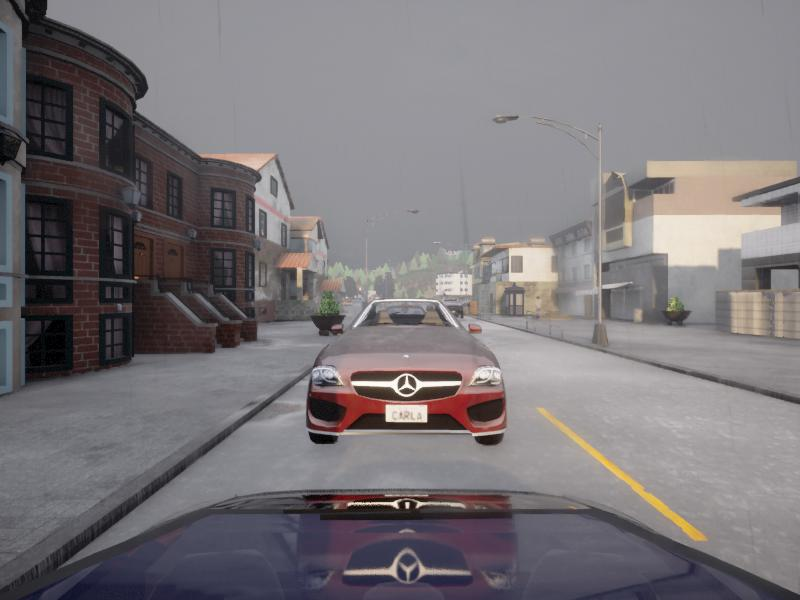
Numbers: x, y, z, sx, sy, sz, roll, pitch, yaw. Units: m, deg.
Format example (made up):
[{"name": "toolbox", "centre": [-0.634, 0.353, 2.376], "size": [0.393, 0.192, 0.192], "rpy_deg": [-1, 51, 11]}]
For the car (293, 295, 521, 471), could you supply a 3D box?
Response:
[{"name": "car", "centre": [0.089, 0.781, 6.286], "size": [2.152, 1.651, 5.027], "rpy_deg": [0, 0, 1]}]

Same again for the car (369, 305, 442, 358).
[{"name": "car", "centre": [0.180, 0.895, 13.768], "size": [2.033, 1.411, 5.357], "rpy_deg": [0, 0, 1]}]

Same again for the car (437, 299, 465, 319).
[{"name": "car", "centre": [4.450, 0.771, 35.647], "size": [1.930, 1.638, 5.238], "rpy_deg": [0, 0, 1]}]

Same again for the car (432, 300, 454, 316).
[{"name": "car", "centre": [4.539, 0.801, 42.896], "size": [1.801, 1.575, 5.366], "rpy_deg": [0, 0, 1]}]

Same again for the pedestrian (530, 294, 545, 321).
[{"name": "pedestrian", "centre": [9.906, 0.533, 28.870], "size": [0.751, 1.860, 0.751], "rpy_deg": [0, 0, -15]}]
